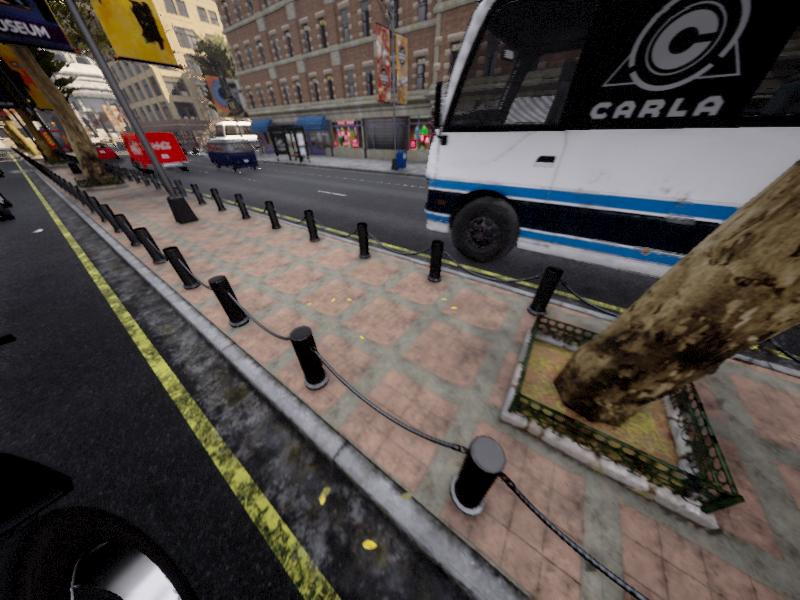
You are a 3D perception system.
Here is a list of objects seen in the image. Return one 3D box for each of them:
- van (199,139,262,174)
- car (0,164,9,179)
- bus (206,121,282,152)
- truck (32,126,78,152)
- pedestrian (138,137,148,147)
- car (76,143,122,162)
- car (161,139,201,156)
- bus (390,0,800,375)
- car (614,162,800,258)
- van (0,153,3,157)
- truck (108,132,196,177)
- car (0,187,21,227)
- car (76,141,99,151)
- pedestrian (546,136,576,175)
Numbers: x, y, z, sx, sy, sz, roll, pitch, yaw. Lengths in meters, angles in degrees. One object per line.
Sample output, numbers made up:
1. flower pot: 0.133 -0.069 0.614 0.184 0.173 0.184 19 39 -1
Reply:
1. van: -12.915 -11.021 17.639 4.442 1.987 1.775 22 41 28
2. car: -30.077 -9.494 16.311 5.357 1.411 2.033 22 42 28
3. bus: -28.641 -30.794 43.344 3.944 4.253 10.273 21 42 27
4. truck: -66.099 -30.777 44.291 8.468 3.827 2.891 22 42 28
5. pedestrian: -61.472 -37.732 55.231 0.751 1.860 0.751 24 42 30
6. car: -35.614 -17.567 27.345 4.611 1.667 2.242 22 42 28
7. car: -30.931 -21.675 32.771 1.905 1.878 3.866 -4 36 -4
8. bus: 5.207 -2.014 2.941 10.273 4.253 3.944 22 42 28
9. car: 8.021 -2.370 5.713 3.633 1.501 1.845 22 42 28
10. van: -61.455 -22.507 33.862 5.915 2.561 1.988 20 41 26
11. truck: -18.296 -10.886 17.124 5.204 2.467 2.627 22 42 28
12. car: -14.927 -3.420 7.537 4.974 1.542 2.038 22 42 28
13. car: -63.665 -31.400 47.013 3.988 1.617 1.851 22 42 28
14. pedestrian: 9.372 -8.410 13.475 0.751 1.860 0.751 24 43 30
